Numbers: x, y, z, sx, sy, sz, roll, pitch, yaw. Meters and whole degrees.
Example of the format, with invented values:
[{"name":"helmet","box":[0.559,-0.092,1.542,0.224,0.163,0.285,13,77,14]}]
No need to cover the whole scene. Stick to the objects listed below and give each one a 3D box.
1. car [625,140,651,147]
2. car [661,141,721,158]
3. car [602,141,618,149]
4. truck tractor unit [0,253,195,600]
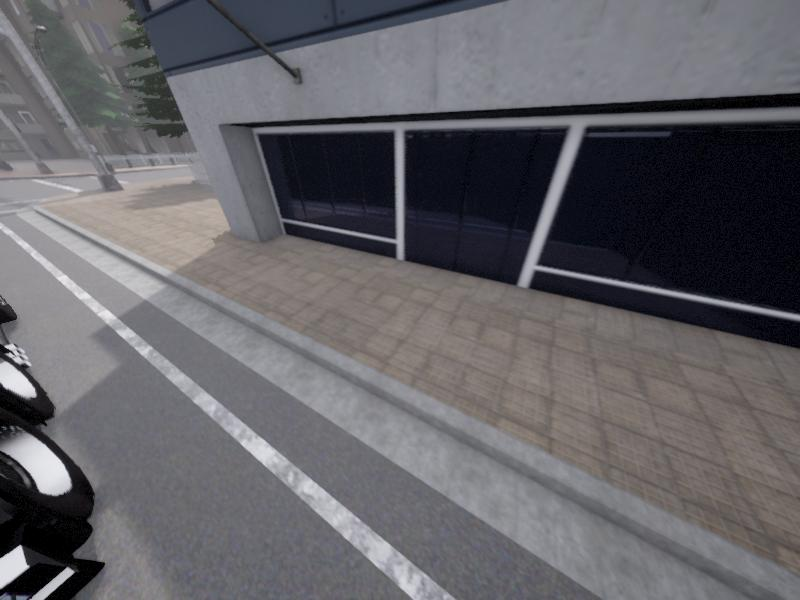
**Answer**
[{"name":"car","box":[72.952,-47.984,70.919,5.238,1.638,1.930,17,38,23]},{"name":"car","box":[40.918,-21.347,32.683,4.605,1.855,1.932,17,38,23]},{"name":"car","box":[52.306,-38.818,57.696,2.007,1.523,4.514,17,38,23]},{"name":"truck tractor unit","box":[-5.092,-0.320,0.801,6.516,4.208,3.053,19,39,25]}]
